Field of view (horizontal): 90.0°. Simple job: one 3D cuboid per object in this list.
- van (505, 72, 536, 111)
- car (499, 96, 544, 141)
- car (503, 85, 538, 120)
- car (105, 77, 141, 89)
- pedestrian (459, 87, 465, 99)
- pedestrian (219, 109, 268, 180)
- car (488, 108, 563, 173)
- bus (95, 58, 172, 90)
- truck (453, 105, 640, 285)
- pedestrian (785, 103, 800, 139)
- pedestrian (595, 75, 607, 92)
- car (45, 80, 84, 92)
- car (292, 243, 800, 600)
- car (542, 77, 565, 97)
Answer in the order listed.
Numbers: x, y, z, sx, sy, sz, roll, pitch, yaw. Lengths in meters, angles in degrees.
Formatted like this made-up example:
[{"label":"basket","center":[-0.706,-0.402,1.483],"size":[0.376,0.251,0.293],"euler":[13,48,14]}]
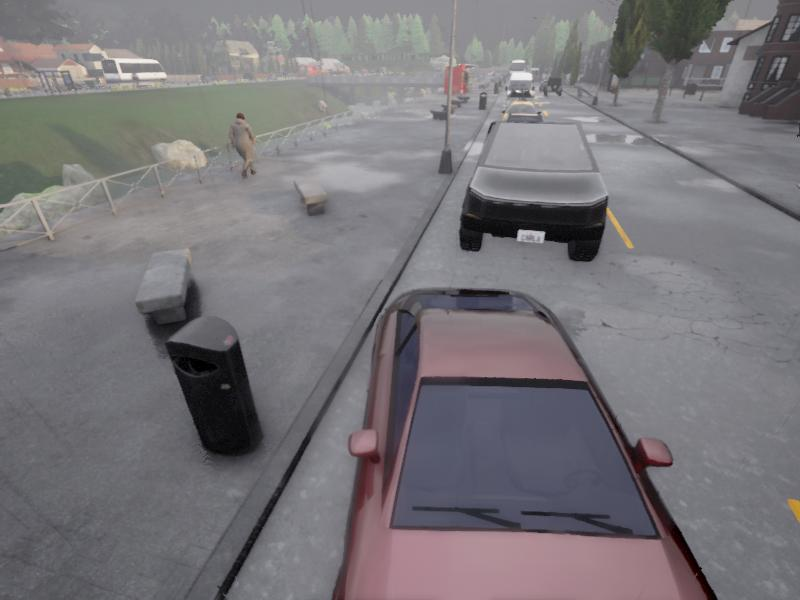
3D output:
[{"label":"van","center":[10.009,-17.563,33.523],"size":[1.988,2.561,5.915],"euler":[7,31,12]},{"label":"car","center":[6.283,-9.592,20.846],"size":[1.801,1.575,5.366],"euler":[7,31,12]},{"label":"car","center":[8.191,-13.584,27.375],"size":[1.932,1.855,4.605],"euler":[7,31,12]},{"label":"car","center":[-47.593,-37.415,68.837],"size":[2.033,1.649,4.856],"euler":[7,31,12]},{"label":"pedestrian","center":[6.295,-21.157,40.878],"size":[0.500,1.100,0.500],"euler":[1,30,2]},{"label":"pedestrian","center":[-4.639,-4.645,11.948],"size":[0.751,1.860,0.751],"euler":[7,31,12]},{"label":"car","center":[4.589,-6.136,15.008],"size":[2.128,1.511,4.902],"euler":[7,31,12]},{"label":"bus","center":[-43.999,-37.750,66.792],"size":[3.944,4.253,10.273],"euler":[7,31,12]},{"label":"truck","center":[2.828,-2.827,8.770],"size":[2.390,2.098,6.274],"euler":[7,31,12]},{"label":"pedestrian","center":[18.542,-8.337,18.102],"size":[0.751,1.860,0.751],"euler":[5,31,9]},{"label":"pedestrian","center":[25.758,-27.759,51.318],"size":[0.751,1.860,0.751],"euler":[3,30,6]},{"label":"car","center":[-50.192,-32.052,59.922],"size":[1.970,1.475,3.806],"euler":[7,31,12]},{"label":"car","center":[0.660,1.026,2.937],"size":[1.994,1.385,4.181],"euler":[1,30,2]},{"label":"car","center":[18.004,-25.123,47.056],"size":[1.905,1.878,3.866],"euler":[7,31,12]}]
